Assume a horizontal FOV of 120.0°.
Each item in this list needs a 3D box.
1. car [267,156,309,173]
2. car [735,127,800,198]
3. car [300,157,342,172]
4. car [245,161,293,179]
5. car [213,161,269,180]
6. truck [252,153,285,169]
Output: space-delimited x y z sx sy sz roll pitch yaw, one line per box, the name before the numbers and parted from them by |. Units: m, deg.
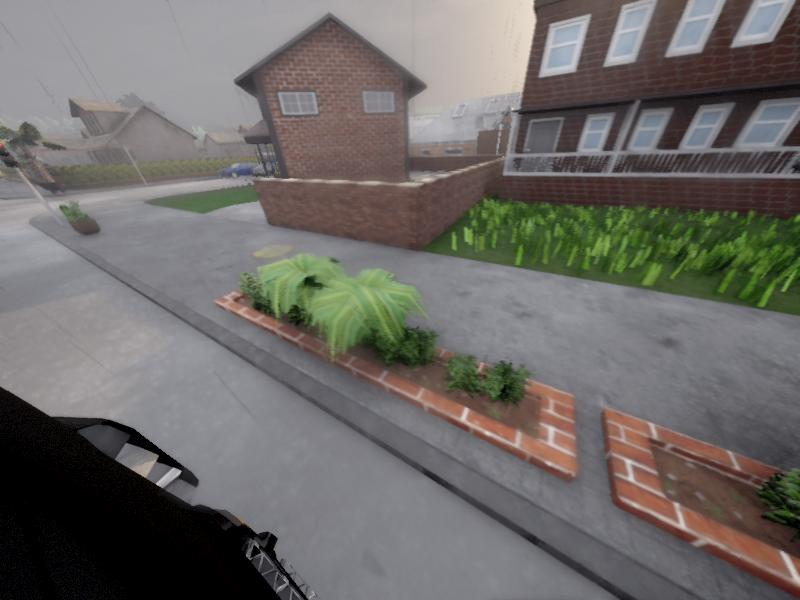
car | -15.323 -18.797 31.950 2.097 1.767 4.553 16 38 26
car | 14.256 -4.214 6.994 3.866 1.878 1.905 16 38 26
car | -10.701 -18.733 31.875 2.033 1.411 5.357 16 38 26
car | -14.704 -14.825 26.276 1.994 1.385 4.181 14 37 24
car | -18.590 -15.407 27.292 1.882 1.535 5.008 16 38 27
truck | -21.912 -23.299 38.533 4.478 2.038 2.069 18 39 24
